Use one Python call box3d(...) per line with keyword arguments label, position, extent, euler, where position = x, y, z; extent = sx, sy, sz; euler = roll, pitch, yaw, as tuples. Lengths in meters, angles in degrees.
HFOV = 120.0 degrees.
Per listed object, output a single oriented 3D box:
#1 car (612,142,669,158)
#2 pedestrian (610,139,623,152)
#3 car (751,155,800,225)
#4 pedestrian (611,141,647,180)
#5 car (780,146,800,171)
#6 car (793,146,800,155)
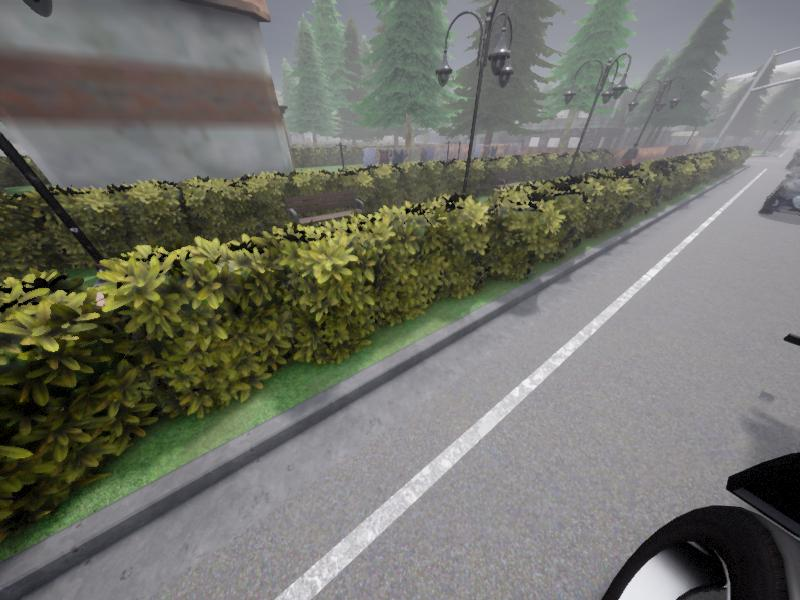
box3d(label="car", position=(34.436, -21.680, 33.304), extent=(1.930, 1.638, 5.238), euler=(-20, 40, -26))
box3d(label="pedestrian", position=(37.190, -26.543, 39.697), extent=(0.751, 1.860, 0.751), euler=(-7, 36, -9))
box3d(label="car", position=(14.406, -3.790, 7.771), extent=(4.856, 1.649, 2.033), euler=(-22, 41, -28))
box3d(label="pedestrian", position=(13.077, -7.989, 13.242), extent=(0.751, 1.860, 0.751), euler=(28, 44, 34))
box3d(label="car", position=(32.730, -11.222, 18.291), extent=(4.902, 1.511, 2.128), euler=(-22, 41, -28))
box3d(label="car", position=(56.061, -20.830, 31.581), extent=(5.366, 1.575, 1.801), euler=(-22, 41, -28))
